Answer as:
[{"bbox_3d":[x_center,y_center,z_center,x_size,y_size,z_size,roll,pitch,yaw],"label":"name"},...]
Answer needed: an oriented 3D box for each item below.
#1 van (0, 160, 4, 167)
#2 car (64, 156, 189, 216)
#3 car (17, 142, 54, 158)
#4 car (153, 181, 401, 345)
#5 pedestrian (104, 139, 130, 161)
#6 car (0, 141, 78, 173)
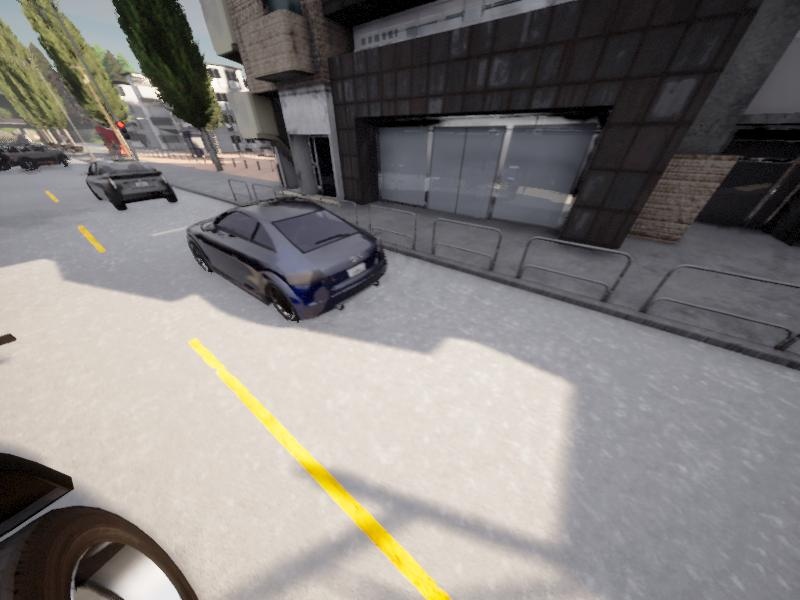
[{"bbox_3d":[-37.478,-13.137,20.075,5.915,2.561,1.988,22,40,28],"label":"van"},{"bbox_3d":[-10.951,-4.758,9.267,4.514,1.525,2.007,22,40,28],"label":"car"},{"bbox_3d":[-47.089,-19.436,29.860,4.892,1.490,1.837,23,41,27],"label":"car"},{"bbox_3d":[-2.268,-1.139,4.334,4.181,1.385,1.994,22,41,28],"label":"car"},{"bbox_3d":[-29.555,-15.683,24.130,0.751,1.860,0.751,14,37,18],"label":"pedestrian"},{"bbox_3d":[-29.214,-11.294,18.101,1.932,1.855,4.605,-6,36,-10],"label":"car"}]
